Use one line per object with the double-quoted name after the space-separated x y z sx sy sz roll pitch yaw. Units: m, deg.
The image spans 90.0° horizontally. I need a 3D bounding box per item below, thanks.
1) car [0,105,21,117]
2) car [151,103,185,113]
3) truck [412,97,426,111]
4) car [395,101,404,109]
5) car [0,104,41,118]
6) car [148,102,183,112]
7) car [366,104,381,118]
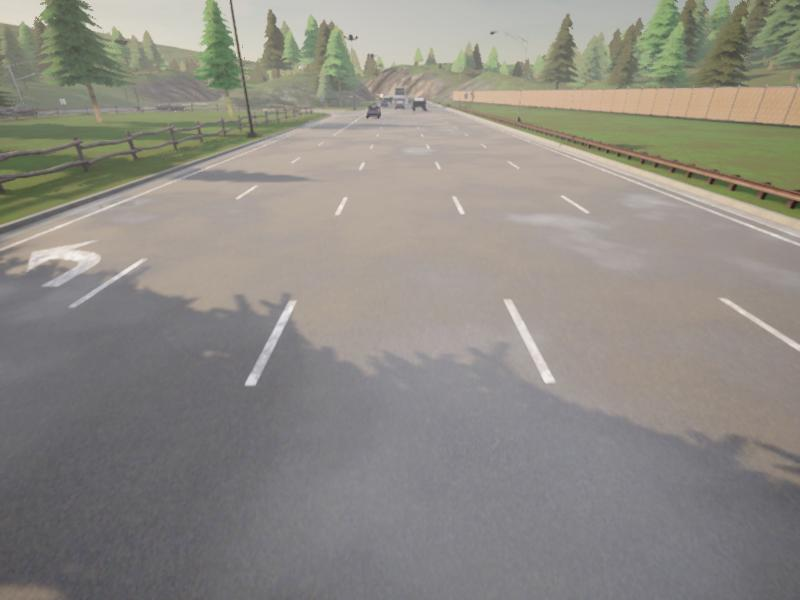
-60.939 -28.639 60.700 2.038 1.542 4.974 0 27 0 "car"
-43.111 -35.732 74.404 5.027 1.651 2.152 -9 29 -16 "car"
3.450 -35.982 73.480 2.390 2.098 6.274 0 27 0 "truck"
-0.053 -39.762 81.512 1.812 1.442 4.674 0 27 0 "car"
-57.439 -28.492 60.314 2.033 1.649 4.856 0 27 0 "car"
-44.937 -37.034 76.714 5.366 1.575 1.801 -10 29 -19 "car"
-3.534 -25.593 54.107 1.851 1.617 3.988 0 27 0 "car"
